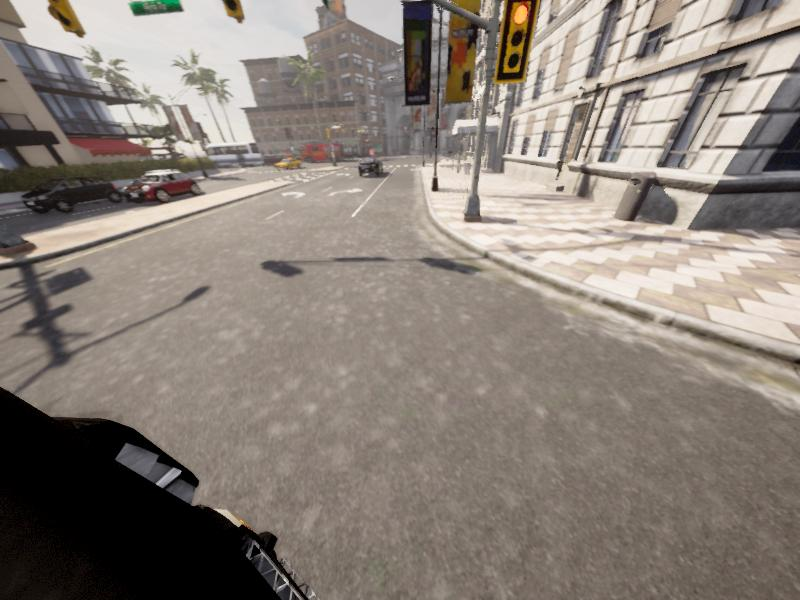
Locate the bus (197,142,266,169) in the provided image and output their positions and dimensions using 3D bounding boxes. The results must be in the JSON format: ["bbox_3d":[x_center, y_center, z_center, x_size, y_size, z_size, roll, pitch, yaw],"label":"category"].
[{"bbox_3d":[-34.177,-29.618,47.346,10.273,4.253,3.944,0,34,4],"label":"bus"}]

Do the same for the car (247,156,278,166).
[{"bbox_3d":[-30.163,-30.539,50.793,5.238,1.638,1.930,0,34,4],"label":"car"}]

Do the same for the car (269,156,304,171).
[{"bbox_3d":[-16.830,-20.470,34.662,1.801,1.575,5.366,4,34,10],"label":"car"}]

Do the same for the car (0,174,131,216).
[{"bbox_3d":[-18.402,-6.004,12.995,1.789,1.549,3.705,0,34,4],"label":"car"}]

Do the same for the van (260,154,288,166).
[{"bbox_3d":[-25.791,-28.745,47.447,4.442,1.987,1.775,0,34,4],"label":"van"}]

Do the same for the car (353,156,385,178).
[{"bbox_3d":[-2.780,-12.819,22.128,2.128,1.511,4.902,0,34,4],"label":"car"}]

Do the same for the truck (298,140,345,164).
[{"bbox_3d":[-16.493,-31.455,49.166,8.468,3.827,2.891,0,34,4],"label":"truck"}]

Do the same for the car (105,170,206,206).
[{"bbox_3d":[-14.805,-7.061,14.386,1.970,1.475,3.806,0,34,4],"label":"car"}]

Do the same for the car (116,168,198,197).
[{"bbox_3d":[-18.108,-8.981,17.530,1.970,1.475,3.806,0,34,4],"label":"car"}]
